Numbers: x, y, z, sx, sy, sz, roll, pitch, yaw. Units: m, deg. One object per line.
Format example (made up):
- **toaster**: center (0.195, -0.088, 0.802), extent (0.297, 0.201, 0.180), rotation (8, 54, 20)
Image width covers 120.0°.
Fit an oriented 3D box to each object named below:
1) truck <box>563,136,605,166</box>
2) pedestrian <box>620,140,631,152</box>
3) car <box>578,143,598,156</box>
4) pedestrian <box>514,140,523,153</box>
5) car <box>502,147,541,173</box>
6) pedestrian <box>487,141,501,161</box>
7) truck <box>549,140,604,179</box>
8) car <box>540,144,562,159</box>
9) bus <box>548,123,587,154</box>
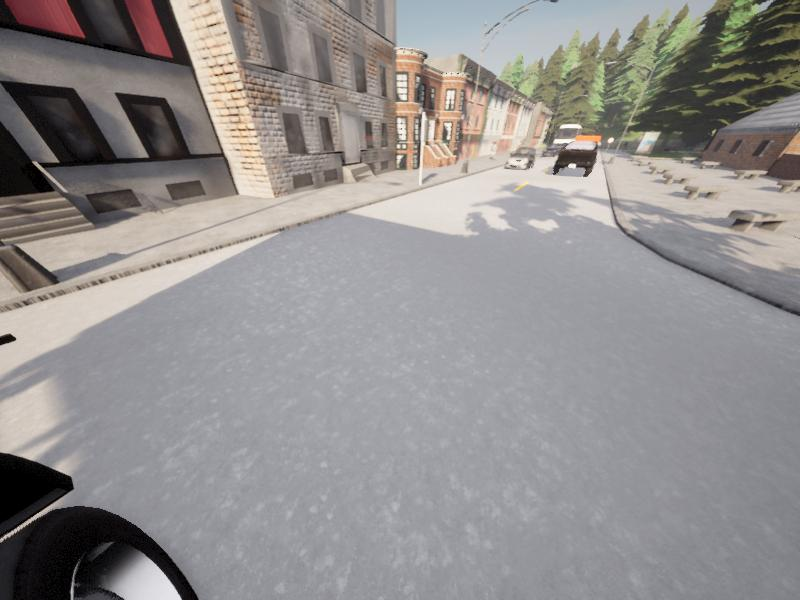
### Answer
- **truck**: center (20.201, -16.451, 25.284), extent (2.627, 2.467, 5.204), rotation (23, 42, 29)
- **pedestrian**: center (41.844, -28.540, 42.904), extent (0.751, 1.860, 0.751), rotation (22, 40, 28)
- **car**: center (31.058, -24.904, 38.172), extent (2.007, 1.525, 4.514), rotation (23, 41, 29)
- **pedestrian**: center (19.754, -25.576, 38.524), extent (0.751, 1.860, 0.751), rotation (25, 42, 31)
- **car**: center (10.372, -12.013, 19.646), extent (1.851, 1.617, 3.988), rotation (22, 40, 28)
- **pedestrian**: center (10.634, -16.886, 26.121), extent (0.751, 1.860, 0.751), rotation (-29, 44, -34)
- **truck**: center (13.641, -10.921, 17.697), extent (2.390, 2.098, 6.274), rotation (23, 41, 28)
- **car**: center (20.947, -20.637, 32.035), extent (1.845, 1.501, 3.633), rotation (22, 40, 27)
- **bus**: center (31.500, -30.166, 43.275), extent (3.944, 4.253, 10.273), rotation (22, 41, 28)
